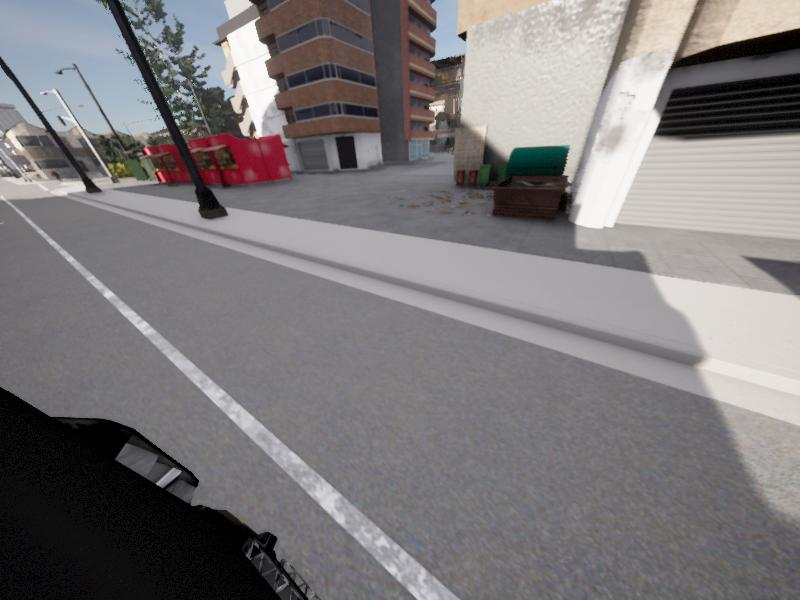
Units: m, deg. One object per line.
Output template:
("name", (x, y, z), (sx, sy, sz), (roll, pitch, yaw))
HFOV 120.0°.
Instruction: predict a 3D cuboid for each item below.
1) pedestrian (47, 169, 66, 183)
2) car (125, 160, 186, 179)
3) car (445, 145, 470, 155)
("pedestrian", (-54.273, -19.564, 36.489), (0.751, 1.860, 0.751), (11, 36, 22))
("car", (-36.281, -19.551, 34.558), (2.150, 2.045, 5.566), (17, 38, 28))
("car", (12.814, -33.536, 51.528), (4.902, 1.511, 2.128), (16, 38, 28))
